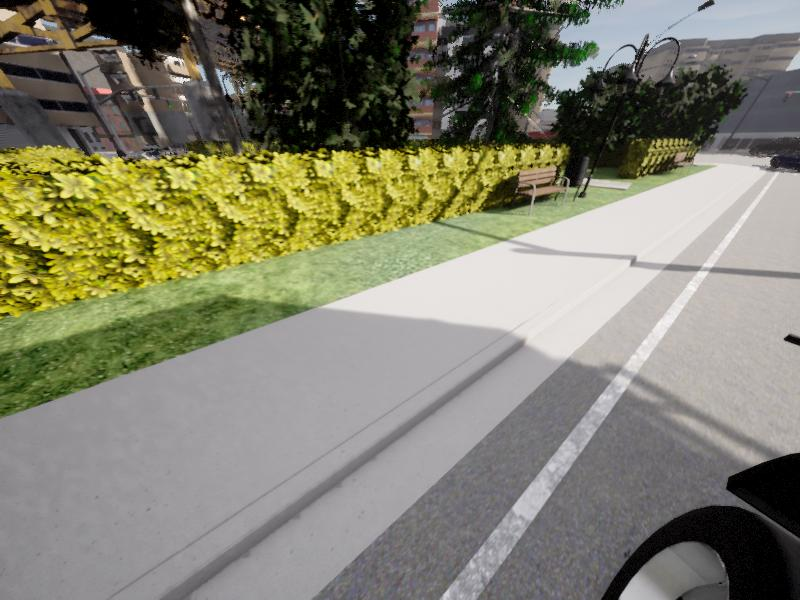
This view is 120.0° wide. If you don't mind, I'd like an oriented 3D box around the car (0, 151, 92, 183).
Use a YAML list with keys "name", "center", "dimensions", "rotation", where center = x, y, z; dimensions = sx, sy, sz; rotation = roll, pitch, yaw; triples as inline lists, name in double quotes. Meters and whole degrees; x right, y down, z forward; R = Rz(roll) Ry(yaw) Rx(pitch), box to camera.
- name: "car"
  center: [-26.151, -9.487, 16.292]
  dimensions: [2.163, 1.488, 4.792]
  rotation: [6, 36, 9]

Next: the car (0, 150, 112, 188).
- name: "car"
  center: [-22.886, -8.543, 14.805]
  dimensions: [2.152, 1.651, 5.027]
  rotation: [6, 36, 9]

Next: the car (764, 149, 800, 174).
- name: "car"
  center: [30.299, -10.243, 17.069]
  dimensions: [1.895, 1.301, 4.718]
  rotation: [19, 39, 25]

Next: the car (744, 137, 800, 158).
- name: "car"
  center: [49.405, -19.729, 29.824]
  dimensions: [2.150, 2.045, 5.566]
  rotation: [6, 35, 9]

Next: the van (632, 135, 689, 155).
- name: "van"
  center: [39.925, -24.038, 35.771]
  dimensions: [2.351, 2.431, 6.366]
  rotation: [6, 35, 9]

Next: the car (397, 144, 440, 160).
- name: "car"
  center: [2.271, -17.925, 28.008]
  dimensions: [4.902, 1.511, 2.128]
  rotation: [6, 36, 9]

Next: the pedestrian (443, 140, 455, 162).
- name: "pedestrian"
  center: [4.899, -15.063, 23.327]
  dimensions: [0.751, 1.860, 0.751]
  rotation: [-5, 35, -7]

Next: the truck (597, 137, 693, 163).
- name: "truck"
  center: [25.225, -15.736, 24.209]
  dimensions: [6.274, 2.098, 2.390]
  rotation: [6, 36, 9]
